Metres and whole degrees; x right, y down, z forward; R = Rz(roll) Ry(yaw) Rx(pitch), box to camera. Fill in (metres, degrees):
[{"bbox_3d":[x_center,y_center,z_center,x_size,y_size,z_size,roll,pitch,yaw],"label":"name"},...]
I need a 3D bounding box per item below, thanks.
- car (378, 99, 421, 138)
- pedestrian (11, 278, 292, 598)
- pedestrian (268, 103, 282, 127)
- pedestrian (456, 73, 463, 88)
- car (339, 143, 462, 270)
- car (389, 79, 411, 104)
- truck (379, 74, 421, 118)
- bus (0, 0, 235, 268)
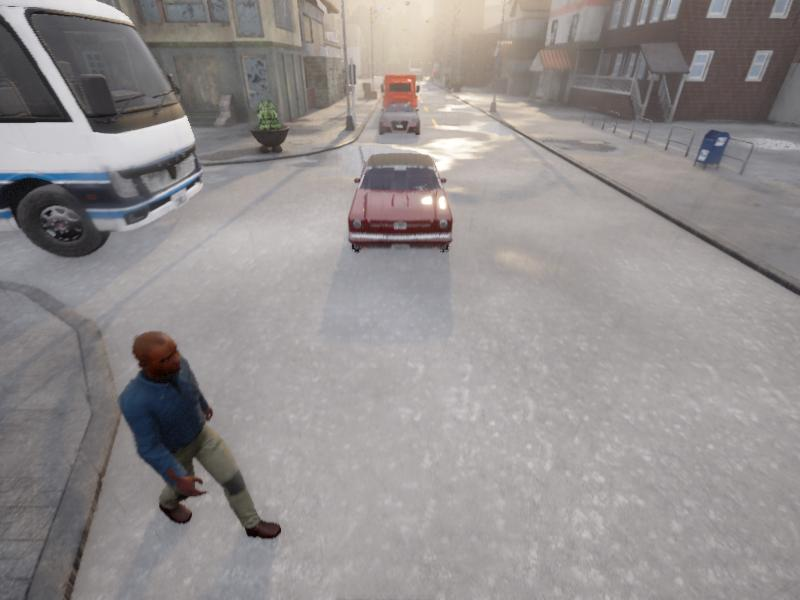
[{"bbox_3d":[-0.002,-9.415,20.623,1.994,1.385,4.181,0,31,0],"label":"car"},{"bbox_3d":[-1.337,0.902,2.539,0.751,1.860,0.751,9,32,15],"label":"pedestrian"},{"bbox_3d":[-6.761,-10.026,21.700,0.500,1.100,0.500,-12,32,-19],"label":"pedestrian"},{"bbox_3d":[8.717,-32.357,58.924,0.751,1.860,0.751,0,30,0],"label":"pedestrian"},{"bbox_3d":[0.007,-2.279,8.555,1.895,1.301,4.718,0,31,0],"label":"car"},{"bbox_3d":[0.015,-19.102,36.592,1.905,1.878,3.866,0,30,0],"label":"car"},{"bbox_3d":[0.013,-14.375,27.991,2.627,2.467,5.204,0,30,0],"label":"truck"},{"bbox_3d":[-9.376,-3.371,7.494,10.273,4.253,3.944,0,30,-1],"label":"bus"}]
